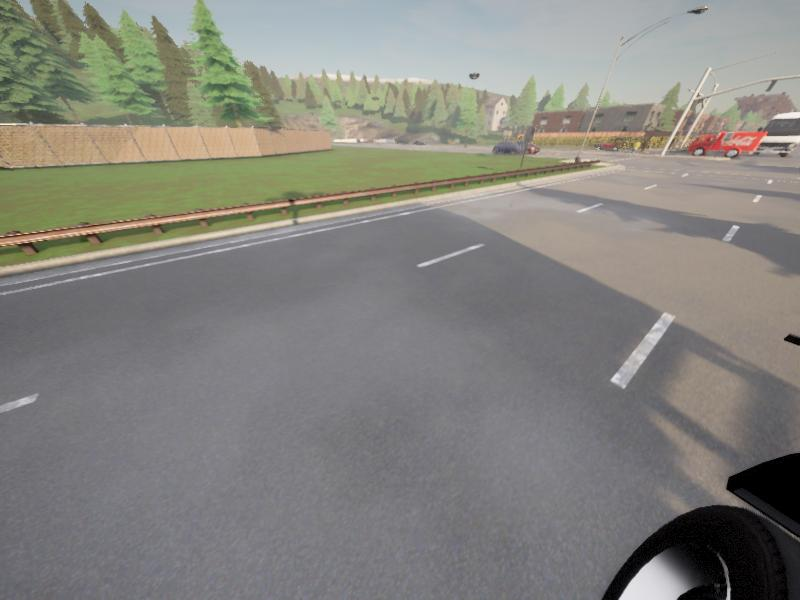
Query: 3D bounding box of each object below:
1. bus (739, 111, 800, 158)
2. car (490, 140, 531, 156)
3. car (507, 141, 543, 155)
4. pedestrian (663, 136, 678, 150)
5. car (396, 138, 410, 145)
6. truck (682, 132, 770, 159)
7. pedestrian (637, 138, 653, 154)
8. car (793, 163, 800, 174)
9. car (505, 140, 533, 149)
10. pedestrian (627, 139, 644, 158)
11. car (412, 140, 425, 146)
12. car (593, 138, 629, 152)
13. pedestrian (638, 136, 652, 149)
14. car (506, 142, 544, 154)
[{"bbox_3d":[47.426,-20.368,28.554,10.273,4.253,3.944,-22,41,-28],"label":"bus"},{"bbox_3d":[15.460,-21.498,32.614,2.097,1.767,4.553,-22,40,-27],"label":"car"},{"bbox_3d":[18.413,-22.519,34.191,1.851,1.617,3.988,-22,41,-27],"label":"car"},{"bbox_3d":[43.775,-25.359,37.368,0.751,1.860,0.751,-26,43,-31],"label":"pedestrian"},{"bbox_3d":[0.937,-56.225,81.703,2.150,2.045,5.566,-21,40,-27],"label":"car"},{"bbox_3d":[37.964,-18.236,27.177,2.627,2.467,5.204,-22,40,-27],"label":"truck"},{"bbox_3d":[35.853,-22.572,33.823,0.751,1.860,0.751,-19,39,-25],"label":"pedestrian"},{"bbox_3d":[29.995,-9.736,16.061,4.902,1.511,2.128,-22,41,-28],"label":"car"},{"bbox_3d":[25.473,-33.401,49.542,1.801,1.575,5.366,-14,38,-19],"label":"car"},{"bbox_3d":[28.387,-18.304,27.860,0.751,1.860,0.751,27,43,33],"label":"pedestrian"},{"bbox_3d":[5.626,-48.495,71.203,1.970,1.475,3.806,-22,41,-27],"label":"car"},{"bbox_3d":[35.977,-26.573,39.500,1.905,1.878,3.866,-28,44,-34],"label":"car"},{"bbox_3d":[44.673,-28.717,42.165,0.751,1.860,0.751,-11,37,-15],"label":"pedestrian"},{"bbox_3d":[20.044,-24.678,37.338,2.163,1.488,4.792,-22,40,-27],"label":"car"}]
